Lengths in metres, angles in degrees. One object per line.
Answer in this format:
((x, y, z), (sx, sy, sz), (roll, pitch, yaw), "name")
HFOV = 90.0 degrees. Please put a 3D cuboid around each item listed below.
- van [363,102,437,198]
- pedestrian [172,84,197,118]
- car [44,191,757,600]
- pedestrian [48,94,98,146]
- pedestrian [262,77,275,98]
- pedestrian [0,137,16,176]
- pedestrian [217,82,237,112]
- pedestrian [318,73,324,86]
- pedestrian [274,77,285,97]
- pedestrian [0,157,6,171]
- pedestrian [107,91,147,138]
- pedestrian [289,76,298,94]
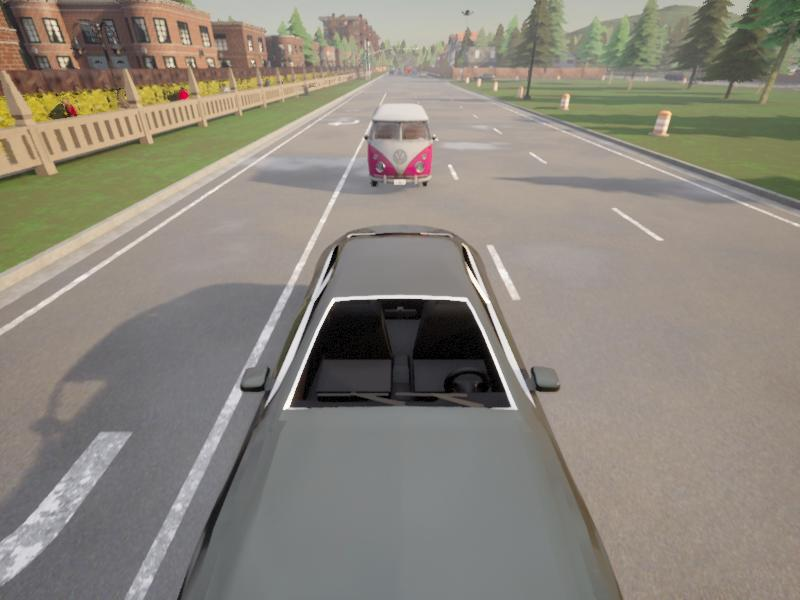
((0.001, -4.689, 12.040), (1.775, 1.987, 4.442), (0, 30, 0), "van")
((-13.470, -12.430, 25.038), (0.751, 1.860, 0.751), (1, 30, 1), "pedestrian")
((0.002, 0.579, 3.399), (2.152, 1.651, 5.027), (0, 30, 0), "car")
((-13.377, -7.393, 16.431), (0.751, 1.860, 0.751), (0, 30, 0), "pedestrian")
((-13.411, -21.617, 40.734), (0.751, 1.860, 0.751), (1, 30, 1), "pedestrian")
((-12.390, -4.641, 11.729), (0.751, 1.860, 0.751), (-1, 30, -2), "pedestrian")
((-12.339, -14.477, 28.535), (0.751, 1.860, 0.751), (0, 30, 0), "pedestrian")
((-12.740, -35.655, 64.729), (0.751, 1.860, 0.751), (0, 30, -1), "pedestrian")
((-12.785, -22.730, 42.635), (0.751, 1.860, 0.751), (-2, 30, -4), "pedestrian")
((-12.973, -4.797, 11.995), (0.751, 1.860, 0.751), (2, 30, 4), "pedestrian")
((-12.386, -8.441, 18.222), (0.751, 1.860, 0.751), (0, 30, 0), "pedestrian")
((-12.636, -25.565, 47.479), (0.751, 1.860, 0.751), (0, 30, 0), "pedestrian")
